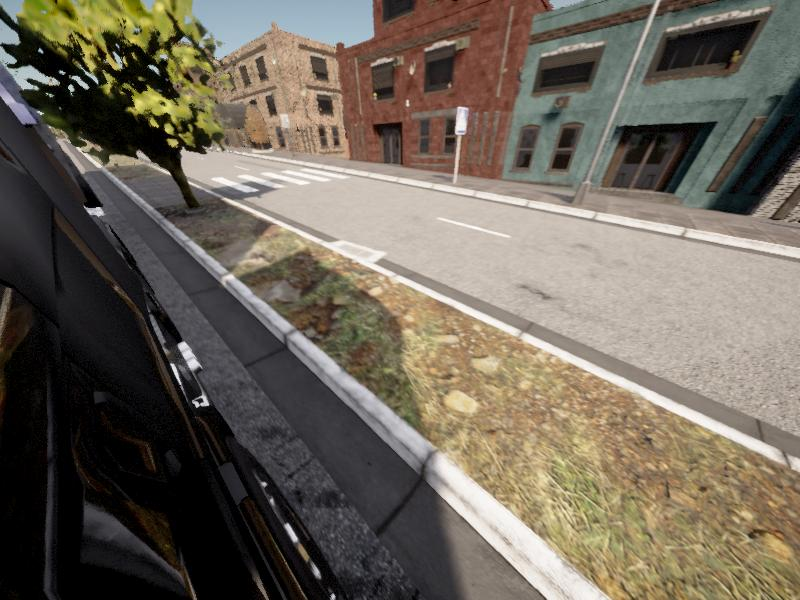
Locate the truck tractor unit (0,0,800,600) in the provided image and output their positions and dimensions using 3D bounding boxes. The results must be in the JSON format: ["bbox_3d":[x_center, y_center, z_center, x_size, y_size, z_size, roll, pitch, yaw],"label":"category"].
[{"bbox_3d":[-2.645,-0.295,0.351,6.516,4.208,3.053,28,44,30],"label":"truck tractor unit"}]

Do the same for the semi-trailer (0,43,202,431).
[{"bbox_3d":[-8.743,-3.532,4.245,14.254,4.402,2.717,27,44,30],"label":"semi-trailer"}]

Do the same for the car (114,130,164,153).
[{"bbox_3d":[-24.042,-14.620,21.239,5.008,1.535,1.882,27,43,30],"label":"car"}]
